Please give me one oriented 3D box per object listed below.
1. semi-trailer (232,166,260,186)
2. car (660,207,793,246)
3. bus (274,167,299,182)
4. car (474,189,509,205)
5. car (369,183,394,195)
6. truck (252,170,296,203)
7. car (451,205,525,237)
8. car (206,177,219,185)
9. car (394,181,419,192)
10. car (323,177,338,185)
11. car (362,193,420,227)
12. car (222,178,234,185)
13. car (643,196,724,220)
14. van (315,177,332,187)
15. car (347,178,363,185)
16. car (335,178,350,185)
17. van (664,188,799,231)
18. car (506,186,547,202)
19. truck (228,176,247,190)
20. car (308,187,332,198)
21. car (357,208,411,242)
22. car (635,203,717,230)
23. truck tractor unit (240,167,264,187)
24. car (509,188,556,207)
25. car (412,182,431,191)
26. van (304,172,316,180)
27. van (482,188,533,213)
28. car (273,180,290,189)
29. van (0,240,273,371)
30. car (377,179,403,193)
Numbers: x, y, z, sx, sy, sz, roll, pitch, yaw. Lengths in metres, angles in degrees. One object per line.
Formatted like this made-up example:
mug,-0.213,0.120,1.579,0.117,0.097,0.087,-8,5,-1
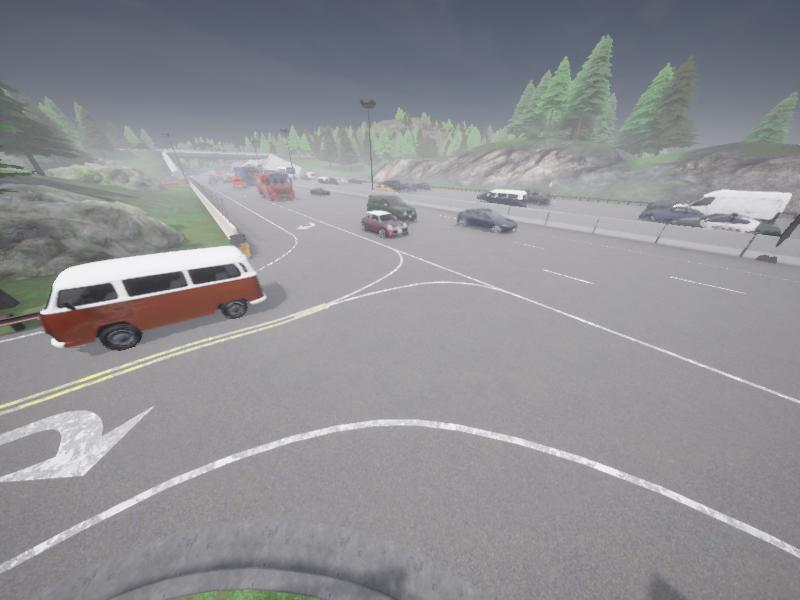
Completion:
semi-trailer,-42.430,-34.167,63.368,2.717,4.402,14.254,-23,37,-34
car,22.243,-5.273,16.147,2.038,1.542,4.974,-23,37,-34
bus,-37.883,-41.875,76.882,3.944,4.253,10.273,-23,37,-34
car,12.239,-13.878,31.093,1.789,1.549,3.705,-23,37,-34
car,-3.411,-20.434,42.416,1.801,1.575,5.366,-23,37,-34
truck,-18.633,-16.850,33.965,2.891,3.827,8.468,-23,37,-34
car,6.668,-6.301,18.040,2.163,1.488,4.792,-23,37,-34
car,-51.837,-32.822,63.826,2.033,1.649,4.856,-23,37,-34
car,1.249,-23.115,47.021,2.152,1.651,5.027,-23,37,-34
car,-19.046,-32.512,63.044,1.932,1.855,4.605,-23,38,-34
car,-0.916,-8.320,20.973,2.150,2.045,5.566,-23,37,-34
car,-49.350,-33.918,66.057,1.895,1.301,4.718,-23,37,-34
car,28.723,-9.508,23.630,2.128,1.511,4.902,-23,37,-34
van,-19.402,-30.082,58.675,2.069,2.038,4.480,-23,37,-34
car,-12.976,-34.137,66.340,2.033,1.411,5.357,-23,37,-34
car,-16.210,-33.360,64.943,1.812,1.442,4.674,-23,37,-34
van,27.612,-7.950,19.794,1.988,2.561,5.915,-23,37,-34
car,18.501,-15.647,34.039,2.242,1.667,4.611,-23,37,-34
truck,-35.807,-25.942,51.085,2.627,2.467,5.204,-15,33,-25
car,-13.360,-18.062,38.594,1.895,1.301,4.718,-23,37,-34
car,-1.207,-5.536,16.718,1.970,1.475,3.806,-23,37,-34
car,23.381,-7.223,19.725,1.994,1.385,4.181,-23,37,-34
truck tractor unit,-37.309,-31.065,58.194,3.053,4.208,6.516,-23,37,-34
car,17.371,-13.605,30.502,2.242,1.667,4.611,-23,37,-34
car,4.500,-23.864,48.411,1.845,1.501,3.633,-23,37,-34
van,-34.287,-47.234,87.877,1.988,2.561,5.915,-23,37,-34
van,12.107,-11.456,26.413,2.069,2.038,4.480,-23,38,-34
car,-26.893,-26.206,52.367,2.033,1.649,4.856,-23,37,-34
van,-6.651,-0.273,6.768,4.480,2.038,2.069,-19,35,-36
car,-2.070,-22.552,45.623,2.150,2.045,5.566,-23,37,-34
